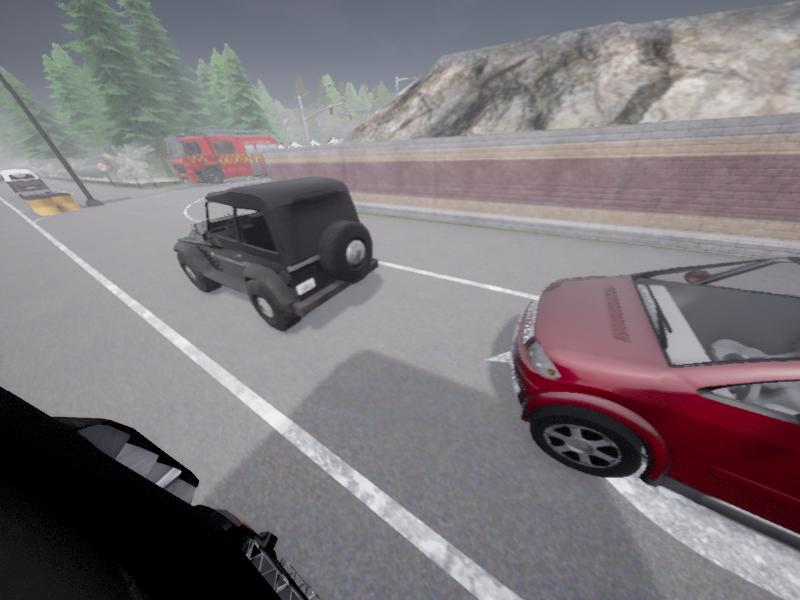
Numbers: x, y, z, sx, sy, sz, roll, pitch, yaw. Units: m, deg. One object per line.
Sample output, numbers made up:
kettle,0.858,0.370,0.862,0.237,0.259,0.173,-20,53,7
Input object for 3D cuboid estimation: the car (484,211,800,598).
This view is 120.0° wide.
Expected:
car,2.765,0.609,1.424,3.705,1.549,1.789,17,38,27

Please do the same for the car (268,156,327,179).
car,-9.957,-13.256,23.020,2.038,1.542,4.974,16,38,27

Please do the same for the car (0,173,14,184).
car,-68.460,-20.727,39.327,4.974,1.542,2.038,16,38,27

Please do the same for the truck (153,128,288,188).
truck,-15.269,-12.947,20.901,2.891,3.827,8.468,17,38,27

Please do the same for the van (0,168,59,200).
van,-32.032,-9.980,19.745,4.480,2.038,2.069,17,39,27

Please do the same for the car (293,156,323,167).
car,-16.442,-24.638,41.100,4.792,1.488,2.163,17,38,27

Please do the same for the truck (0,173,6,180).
truck,-87.762,-26.896,49.328,5.204,2.467,2.627,17,38,27

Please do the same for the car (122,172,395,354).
car,-2.273,-1.040,4.009,3.866,1.878,1.905,17,38,27
